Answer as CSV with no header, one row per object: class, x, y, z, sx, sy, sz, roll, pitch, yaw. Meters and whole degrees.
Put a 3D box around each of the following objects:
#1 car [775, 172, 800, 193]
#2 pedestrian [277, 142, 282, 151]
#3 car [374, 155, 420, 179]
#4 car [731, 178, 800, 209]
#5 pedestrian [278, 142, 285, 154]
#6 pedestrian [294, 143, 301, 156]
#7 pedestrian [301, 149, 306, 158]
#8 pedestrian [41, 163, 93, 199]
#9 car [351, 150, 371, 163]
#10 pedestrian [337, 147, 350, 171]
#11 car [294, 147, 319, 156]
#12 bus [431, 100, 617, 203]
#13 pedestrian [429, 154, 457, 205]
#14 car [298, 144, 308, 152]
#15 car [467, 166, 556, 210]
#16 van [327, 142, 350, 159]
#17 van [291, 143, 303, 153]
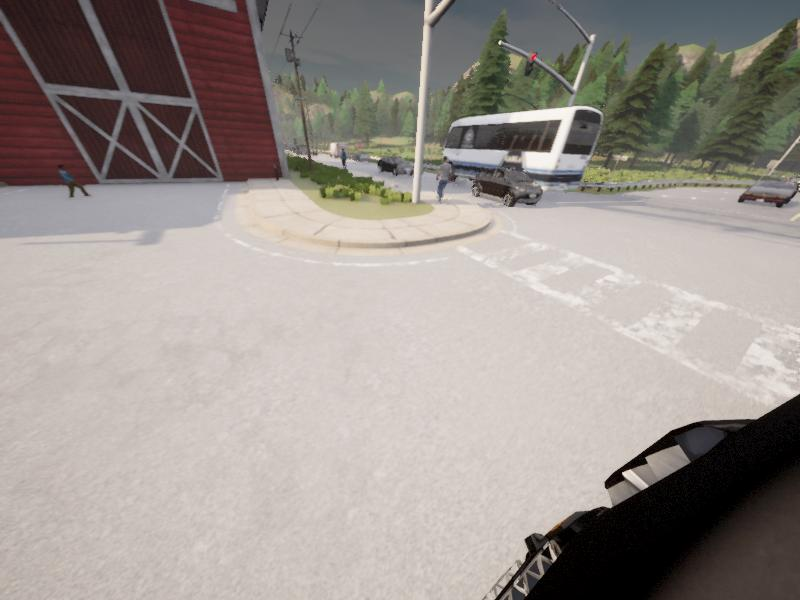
car,41.248,-11.945,23.522,4.611,1.667,2.242,-15,38,-25
pedestrian,-29.930,-38.174,57.527,0.751,1.860,0.751,-10,35,-18
car,-0.425,-12.304,21.214,2.128,1.511,4.902,-15,38,-25
car,24.999,-7.261,15.510,5.357,1.411,2.033,-16,38,-26
pedestrian,-22.866,-29.265,44.577,0.751,1.860,0.751,-23,41,-33
pedestrian,-17.798,-26.005,40.020,0.751,1.860,0.751,-10,36,-18
pedestrian,-15.569,-23.688,37.371,0.500,1.100,0.500,-10,35,-18
pedestrian,-11.900,-4.267,8.298,0.500,1.100,0.500,-15,38,-25
car,-6.082,-22.153,35.674,1.845,1.501,3.633,-15,38,-25
pedestrian,-5.089,-12.752,20.918,0.751,1.860,0.751,-16,38,-26
car,-18.945,-29.989,46.720,4.181,1.385,1.994,14,35,16
bus,6.913,-10.097,15.930,3.944,4.253,10.273,-15,37,-25
pedestrian,1.817,-5.182,9.974,0.751,1.860,0.751,-3,34,-9
car,-29.550,-46.555,70.532,1.905,1.878,3.866,-15,37,-25
car,5.447,-5.889,11.914,1.789,1.549,3.705,-10,35,-19
van,-11.678,-28.327,43.783,2.351,2.431,6.366,-15,38,-25
van,-27.310,-40.317,61.118,2.069,2.038,4.480,-15,37,-25
